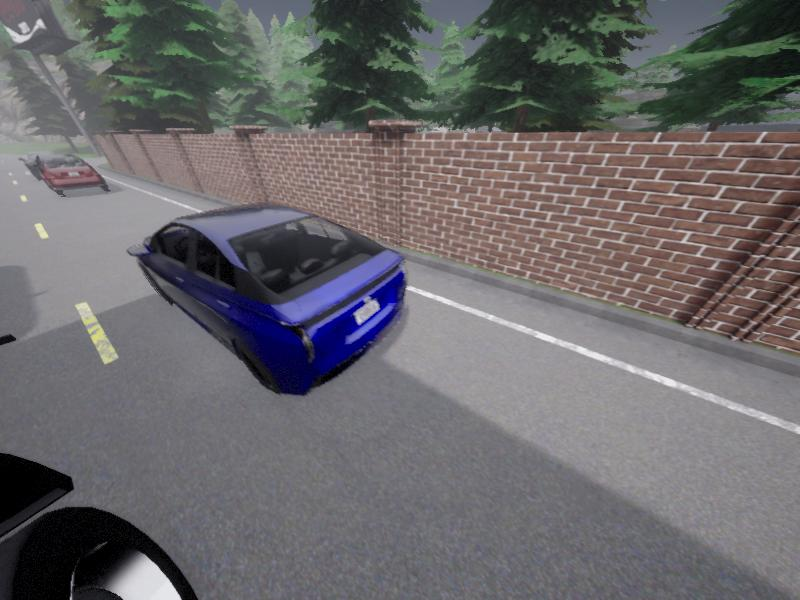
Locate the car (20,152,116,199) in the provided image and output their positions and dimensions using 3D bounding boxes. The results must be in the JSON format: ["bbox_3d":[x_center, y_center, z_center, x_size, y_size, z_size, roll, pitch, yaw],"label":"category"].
[{"bbox_3d":[-15.913,-6.094,11.087,3.705,1.549,1.789,22,41,27],"label":"car"}]

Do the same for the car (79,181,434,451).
[{"bbox_3d":[-2.067,-0.520,3.307,4.514,1.525,2.007,22,41,28],"label":"car"}]

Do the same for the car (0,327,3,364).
[{"bbox_3d":[-7.116,-0.021,2.696,4.181,1.385,1.994,22,41,27],"label":"car"}]

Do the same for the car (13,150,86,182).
[{"bbox_3d":[-22.439,-8.671,14.788,4.674,1.442,1.812,22,41,28],"label":"car"}]
